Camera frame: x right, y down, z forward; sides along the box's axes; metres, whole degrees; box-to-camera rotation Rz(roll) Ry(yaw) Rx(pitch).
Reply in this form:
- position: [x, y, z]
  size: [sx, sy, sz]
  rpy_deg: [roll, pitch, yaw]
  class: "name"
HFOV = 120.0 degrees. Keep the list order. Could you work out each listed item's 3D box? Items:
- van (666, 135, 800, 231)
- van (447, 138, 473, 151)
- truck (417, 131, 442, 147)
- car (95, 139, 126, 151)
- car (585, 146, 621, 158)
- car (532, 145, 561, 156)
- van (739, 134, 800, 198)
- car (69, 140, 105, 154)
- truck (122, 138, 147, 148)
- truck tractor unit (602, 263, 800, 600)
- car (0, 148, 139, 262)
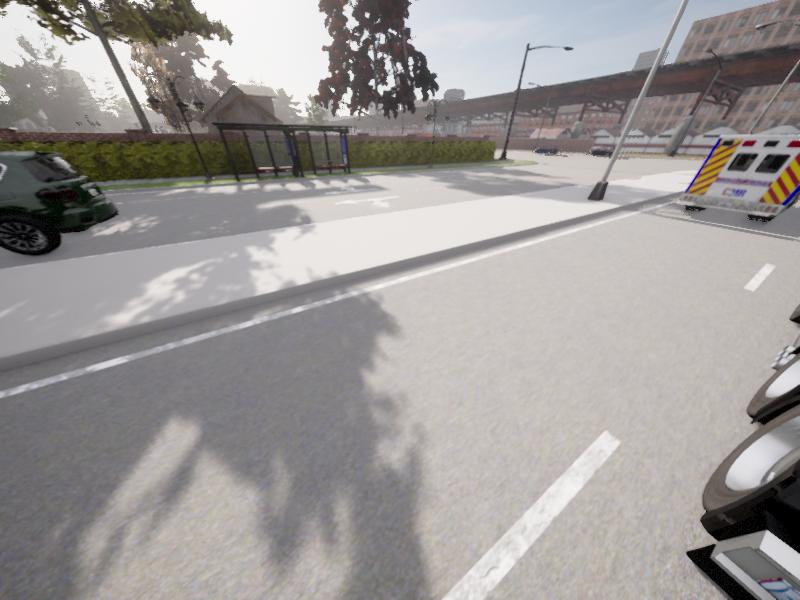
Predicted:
- position: [13.480, -4.621, 8.593]
  size: [6.366, 2.431, 2.351]
  rpy_deg: [-18, 39, -24]
  class: "van"
- position: [14.602, -38.337, 56.774]
  size: [2.351, 2.431, 6.366]
  rpy_deg: [-18, 40, -24]
  class: "van"
- position: [8.774, -49.071, 70.312]
  size: [2.891, 3.827, 8.468]
  rpy_deg: [-18, 40, -24]
  class: "truck"
- position: [-60.704, -32.631, 48.616]
  size: [2.150, 2.045, 5.566]
  rpy_deg: [-18, 39, -25]
  class: "car"
- position: [32.542, -23.914, 37.196]
  size: [1.845, 1.501, 3.633]
  rpy_deg: [-18, 39, -24]
  class: "car"
- position: [25.902, -26.548, 40.909]
  size: [1.789, 1.549, 3.705]
  rpy_deg: [-18, 39, -24]
  class: "car"
- position: [21.637, -7.333, 12.440]
  size: [5.915, 2.561, 1.988]
  rpy_deg: [-18, 39, -24]
  class: "van"
- position: [-55.005, -26.987, 40.736]
  size: [1.932, 1.855, 4.605]
  rpy_deg: [-18, 39, -25]
  class: "car"
- position: [-69.130, -40.944, 60.291]
  size: [2.390, 2.098, 6.274]
  rpy_deg: [-18, 39, -25]
  class: "truck"
- position: [5.116, -0.293, 0.795]
  size: [6.516, 4.208, 3.053]
  rpy_deg: [-18, 39, -24]
  class: "truck tractor unit"
- position: [-10.299, -1.972, 4.970]
  size: [5.566, 2.045, 2.150]
  rpy_deg: [-18, 39, -24]
  class: "car"
